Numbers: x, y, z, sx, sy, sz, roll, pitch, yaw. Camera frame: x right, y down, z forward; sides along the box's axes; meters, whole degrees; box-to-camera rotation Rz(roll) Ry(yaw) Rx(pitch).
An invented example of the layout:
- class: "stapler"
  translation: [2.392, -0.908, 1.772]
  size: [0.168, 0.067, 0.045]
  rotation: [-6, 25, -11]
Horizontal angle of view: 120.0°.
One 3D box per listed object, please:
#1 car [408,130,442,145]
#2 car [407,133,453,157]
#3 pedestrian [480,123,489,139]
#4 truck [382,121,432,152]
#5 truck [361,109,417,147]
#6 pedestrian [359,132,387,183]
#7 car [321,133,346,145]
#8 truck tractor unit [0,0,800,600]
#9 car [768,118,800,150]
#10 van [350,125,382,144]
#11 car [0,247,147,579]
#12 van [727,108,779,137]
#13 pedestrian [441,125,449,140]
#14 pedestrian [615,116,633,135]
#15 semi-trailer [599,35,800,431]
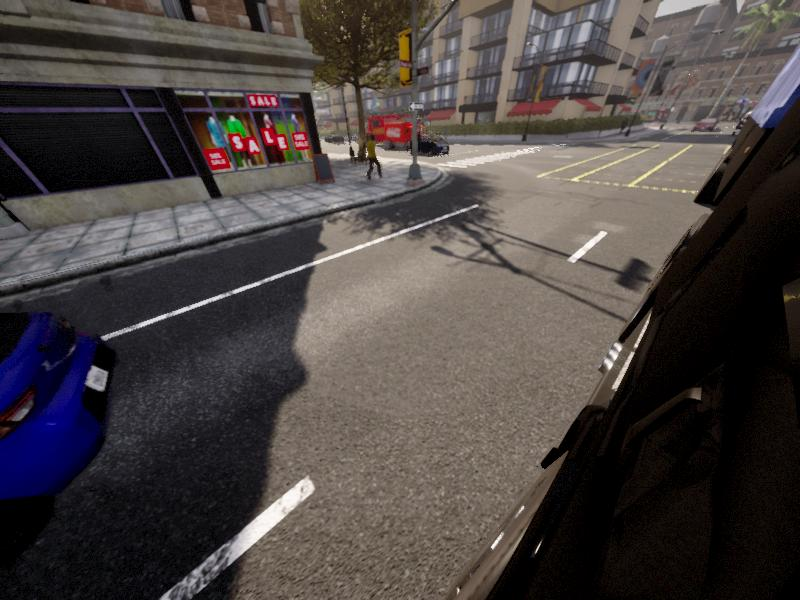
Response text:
- class: "car"
  translation: [3.384, -22.739, 32.356]
  size: [2.007, 1.525, 4.514]
  rotation: [-29, 44, -30]
- class: "car"
  translation: [2.569, -13.644, 20.312]
  size: [1.789, 1.549, 3.705]
  rotation: [-29, 44, -30]
- class: "pedestrian"
  translation: [12.742, -25.441, 34.757]
  size: [0.751, 1.860, 0.751]
  rotation: [-32, 45, -33]
- class: "truck"
  translation: [0.652, -18.516, 26.078]
  size: [2.627, 2.467, 5.204]
  rotation: [-29, 47, -30]
- class: "truck"
  translation: [-1.603, -23.723, 32.079]
  size: [2.891, 3.827, 8.468]
  rotation: [-29, 44, -30]
- class: "pedestrian"
  translation: [-1.185, -6.383, 10.369]
  size: [0.751, 1.860, 0.751]
  rotation: [-31, 45, -32]
- class: "car"
  translation: [-12.413, -30.037, 42.991]
  size: [1.930, 1.638, 5.238]
  rotation: [-29, 44, -30]
- class: "truck tractor unit"
  translation: [2.645, -0.295, 0.351]
  size: [6.516, 4.208, 3.053]
  rotation: [-28, 44, -30]
- class: "car"
  translation: [25.669, -9.607, 13.407]
  size: [1.801, 1.575, 5.366]
  rotation: [10, 39, 16]
- class: "van"
  translation: [-6.076, -29.331, 40.983]
  size: [2.351, 2.431, 6.366]
  rotation: [-29, 44, -30]
- class: "car"
  translation: [-4.238, 1.380, 0.875]
  size: [4.193, 1.474, 1.816]
  rotation: [-29, 44, -30]
- class: "van"
  translation: [36.548, -18.419, 23.992]
  size: [4.480, 2.038, 2.069]
  rotation: [-30, 45, -29]
- class: "pedestrian"
  translation: [7.024, -26.015, 35.896]
  size: [0.751, 1.860, 0.751]
  rotation: [-29, 44, -30]
- class: "pedestrian"
  translation: [28.272, -22.001, 29.167]
  size: [0.751, 1.860, 0.751]
  rotation: [-27, 43, -29]
- class: "semi-trailer"
  translation: [8.650, -3.649, 4.257]
  size: [14.254, 4.402, 2.717]
  rotation: [-29, 44, -30]
